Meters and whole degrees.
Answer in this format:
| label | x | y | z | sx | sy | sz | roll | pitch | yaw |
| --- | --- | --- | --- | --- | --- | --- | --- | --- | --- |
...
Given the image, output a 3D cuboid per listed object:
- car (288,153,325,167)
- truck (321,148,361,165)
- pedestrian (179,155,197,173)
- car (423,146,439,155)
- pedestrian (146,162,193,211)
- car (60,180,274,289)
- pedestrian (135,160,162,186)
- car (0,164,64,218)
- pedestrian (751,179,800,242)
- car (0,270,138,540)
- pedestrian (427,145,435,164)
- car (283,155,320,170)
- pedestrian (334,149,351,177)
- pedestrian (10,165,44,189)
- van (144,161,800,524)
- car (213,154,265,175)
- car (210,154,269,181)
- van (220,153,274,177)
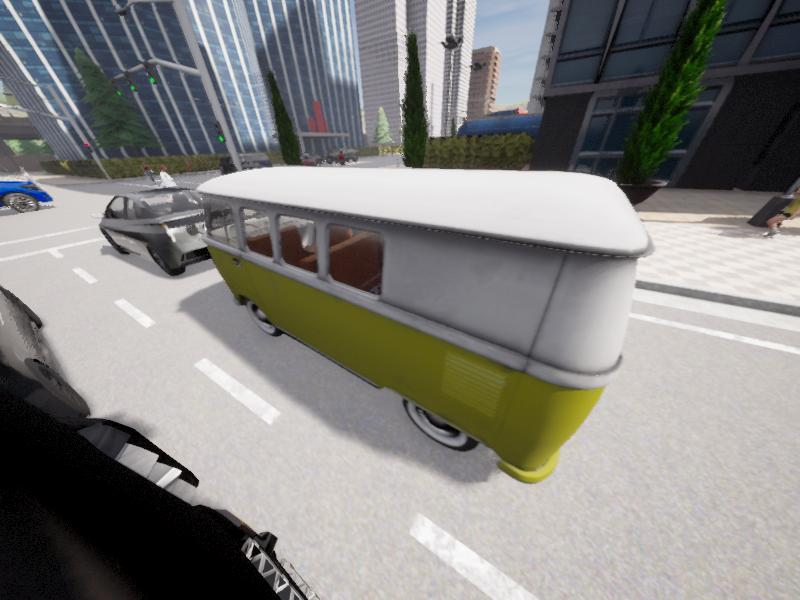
| label | x | y | z | sx | sy | sz | roll | pitch | yaw |
| --- | --- | --- | --- | --- | --- | --- | --- | --- | --- |
| car | -14.418 | -21.860 | 35.988 | 2.152 | 1.651 | 5.027 | 16 | 38 | 25 |
| truck | -9.310 | -23.303 | 37.391 | 2.390 | 2.098 | 6.274 | 16 | 38 | 25 |
| pedestrian | -27.202 | -17.426 | 29.643 | 0.751 | 1.860 | 0.751 | 16 | 38 | 26 |
| car | 7.625 | -36.348 | 56.196 | 2.242 | 1.667 | 4.611 | 16 | 38 | 25 |
| pedestrian | -10.347 | -5.099 | 10.421 | 0.751 | 1.860 | 0.751 | -28 | 42 | -33 |
| car | -5.678 | -1.913 | 5.707 | 4.514 | 1.525 | 2.007 | 16 | 38 | 26 |
| pedestrian | -21.186 | -10.696 | 19.475 | 0.751 | 1.860 | 0.751 | 27 | 44 | 36 |
| car | -19.991 | -4.504 | 10.026 | 2.150 | 2.045 | 5.566 | 16 | 38 | 25 |
| pedestrian | 8.200 | -1.849 | 4.793 | 0.500 | 1.100 | 0.500 | 23 | 41 | 33 |
| car | -4.853 | 0.576 | 1.935 | 4.514 | 1.525 | 2.007 | 16 | 38 | 26 |
| pedestrian | 3.584 | -16.847 | 26.816 | 0.751 | 1.860 | 0.751 | 8 | 35 | 15 |
| car | -13.382 | -18.888 | 31.612 | 1.816 | 1.474 | 4.193 | 16 | 38 | 25 |
| pedestrian | -4.706 | -11.191 | 18.892 | 0.751 | 1.860 | 0.751 | 14 | 37 | 23 |
| pedestrian | -34.276 | -11.315 | 21.238 | 0.751 | 1.860 | 0.751 | 17 | 38 | 27 |
| van | -0.483 | -0.378 | 2.669 | 4.442 | 1.987 | 1.775 | 19 | 39 | 29 |
| car | -19.612 | -16.699 | 28.374 | 1.932 | 1.855 | 4.605 | 16 | 38 | 25 |
| car | -15.470 | -12.987 | 22.552 | 1.905 | 1.878 | 3.866 | 16 | 38 | 25 |
| van | -17.068 | -15.367 | 26.125 | 1.775 | 1.987 | 4.442 | 16 | 38 | 25 |
